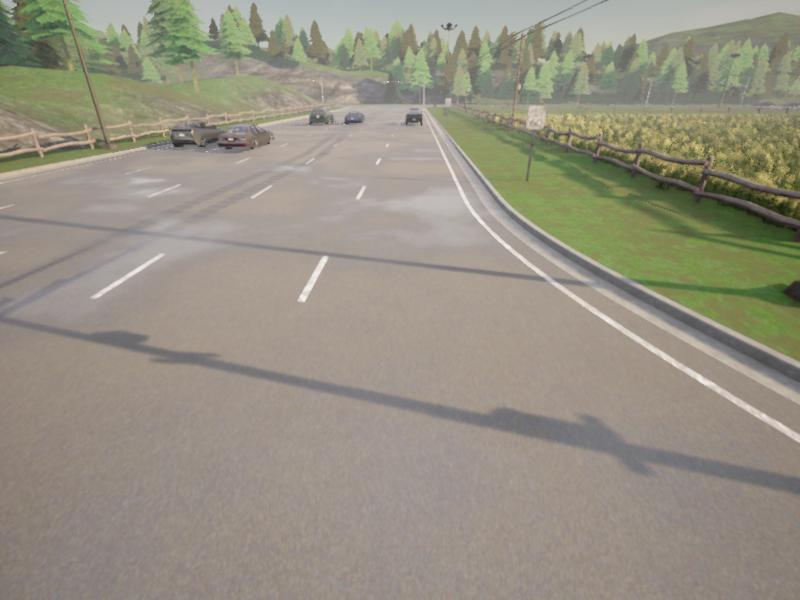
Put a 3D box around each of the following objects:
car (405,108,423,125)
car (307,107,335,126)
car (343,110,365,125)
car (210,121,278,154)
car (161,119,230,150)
[{"bbox_3d":[1.649,-21.373,46.521,1.930,1.638,5.238,1,27,2],"label":"car"},{"bbox_3d":[-8.895,-20.964,45.530,2.097,1.767,4.553,1,27,2],"label":"car"},{"bbox_3d":[-5.331,-21.598,47.242,1.994,1.385,4.181,1,27,2],"label":"car"},{"bbox_3d":[-9.663,-10.367,25.308,2.033,1.411,5.357,1,27,2],"label":"car"},{"bbox_3d":[-13.133,-10.862,26.122,2.007,1.525,4.514,1,27,2],"label":"car"}]
